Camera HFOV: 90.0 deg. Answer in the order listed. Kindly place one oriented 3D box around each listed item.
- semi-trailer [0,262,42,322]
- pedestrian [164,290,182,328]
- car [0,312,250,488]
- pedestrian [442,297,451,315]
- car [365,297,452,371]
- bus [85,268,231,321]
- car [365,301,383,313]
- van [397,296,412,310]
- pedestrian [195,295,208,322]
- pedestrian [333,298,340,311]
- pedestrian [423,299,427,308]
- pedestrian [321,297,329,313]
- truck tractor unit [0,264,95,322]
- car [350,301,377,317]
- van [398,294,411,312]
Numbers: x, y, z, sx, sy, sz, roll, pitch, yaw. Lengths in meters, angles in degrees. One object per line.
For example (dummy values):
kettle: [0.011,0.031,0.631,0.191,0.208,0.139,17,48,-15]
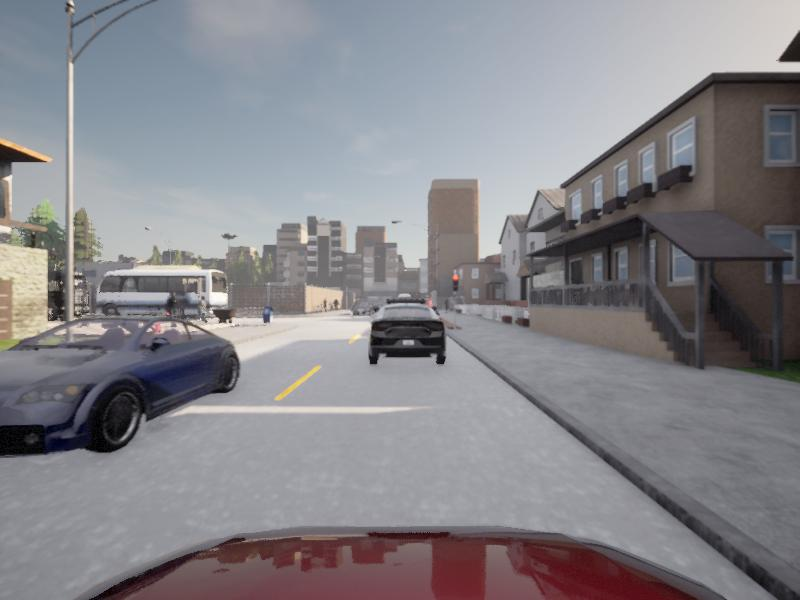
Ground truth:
semi-trailer: [-35.748,-0.570,30.697,14.254,4.402,2.717,0,0,0]
pedestrian: [-11.572,0.439,20.400,0.751,1.860,0.751,0,0,-33]
car: [-3.906,0.917,5.531,1.994,1.385,4.181,0,0,2]
pedestrian: [4.964,0.603,42.492,0.751,1.860,0.751,0,0,-6]
car: [0.163,0.791,11.527,1.930,1.638,5.238,0,-1,-1]
bus: [-20.513,-0.477,34.502,10.273,4.253,3.944,0,0,2]
car: [-3.490,0.915,54.051,2.038,1.542,4.974,0,0,1]
van: [0.748,0.492,70.058,2.351,2.431,6.366,0,0,-1]
pedestrian: [-13.523,0.568,27.311,0.751,1.860,0.751,0,0,-23]
pedestrian: [-8.703,0.621,54.583,0.751,1.860,0.751,0,0,4]
pedestrian: [4.933,0.654,79.091,0.751,1.860,0.751,0,0,-8]
pedestrian: [-8.862,0.611,47.396,0.751,1.860,0.751,0,0,1]
truck tractor unit: [-27.838,-0.476,30.659,6.516,4.208,3.053,0,0,0]
car: [-3.711,0.903,41.171,2.128,1.511,4.902,0,0,2]
van: [0.625,0.420,60.237,1.988,2.561,5.915,0,0,0]
